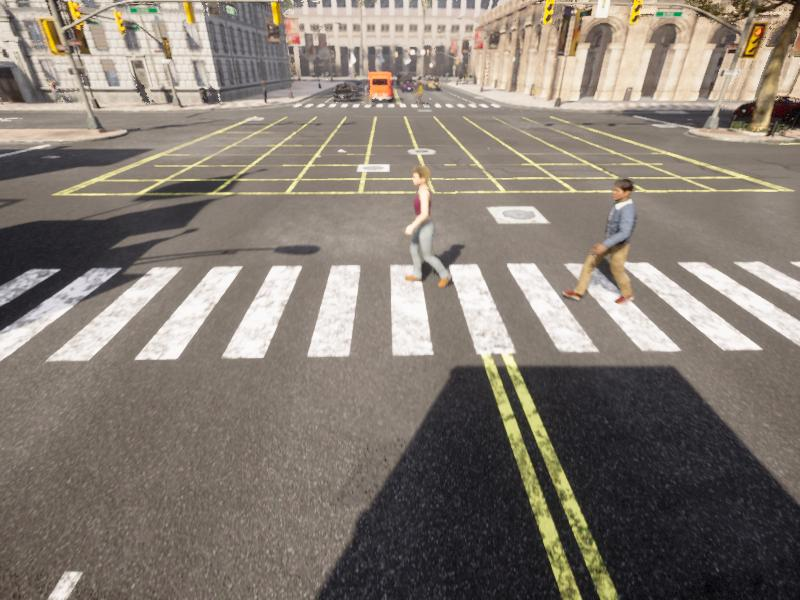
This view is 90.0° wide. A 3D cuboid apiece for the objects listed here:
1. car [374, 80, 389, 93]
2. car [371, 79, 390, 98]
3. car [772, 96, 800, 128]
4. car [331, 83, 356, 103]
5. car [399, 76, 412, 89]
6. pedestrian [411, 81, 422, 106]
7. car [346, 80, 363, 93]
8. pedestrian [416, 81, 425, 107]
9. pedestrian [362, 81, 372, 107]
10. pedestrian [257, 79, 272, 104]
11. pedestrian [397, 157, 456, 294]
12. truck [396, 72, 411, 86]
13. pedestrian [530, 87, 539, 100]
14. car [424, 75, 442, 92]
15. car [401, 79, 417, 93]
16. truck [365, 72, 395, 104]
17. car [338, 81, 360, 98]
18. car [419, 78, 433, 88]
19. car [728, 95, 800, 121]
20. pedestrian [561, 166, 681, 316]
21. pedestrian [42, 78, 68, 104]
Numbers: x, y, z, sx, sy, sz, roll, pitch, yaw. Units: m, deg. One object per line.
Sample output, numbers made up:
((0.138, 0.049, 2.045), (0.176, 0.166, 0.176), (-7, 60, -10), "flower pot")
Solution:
((-2.432, -28.529, 53.314), (1.994, 1.385, 4.181), (0, 30, -1), "car")
((-2.127, -23.559, 44.564), (1.930, 1.638, 5.238), (-1, 30, -2), "car")
((25.439, -11.013, 23.421), (4.974, 1.542, 2.038), (-1, 30, -1), "car")
((-5.412, -20.139, 38.853), (1.837, 1.490, 4.892), (-1, 30, -2), "car")
((0.771, -34.418, 63.115), (1.930, 1.638, 5.238), (0, 30, -1), "car")
((1.403, -17.800, 34.491), (0.751, 1.860, 0.751), (-6, 31, -10), "pedestrian")
((-5.920, -28.177, 52.694), (1.994, 1.385, 4.181), (-1, 30, -2), "car")
((1.721, -17.330, 33.687), (0.751, 1.860, 0.751), (1, 30, 1), "pedestrian")
((-2.780, -17.422, 33.821), (0.751, 1.860, 0.751), (-1, 30, -1), "pedestrian")
((-11.475, -17.655, 33.866), (0.751, 1.860, 0.751), (-2, 30, -3), "pedestrian")
((0.344, -1.089, 5.960), (0.751, 1.860, 0.751), (1, 30, 1), "pedestrian")
((0.586, -38.749, 70.055), (2.390, 2.098, 6.274), (0, 30, -1), "truck")
((13.145, -20.216, 39.134), (0.500, 1.100, 0.500), (-1, 30, -2), "pedestrian")
((4.526, -29.820, 55.055), (1.932, 1.855, 4.605), (-1, 30, -1), "car")
((1.112, -27.899, 52.155), (1.816, 1.474, 4.193), (-1, 30, -1), "car")
((-1.898, -20.442, 38.418), (2.627, 2.467, 5.204), (-1, 31, -2), "truck")
((-5.653, -23.775, 45.157), (2.033, 1.411, 5.357), (-1, 30, -2), "car")
((4.243, -35.619, 65.527), (1.895, 1.301, 4.718), (-1, 30, -1), "car")
((24.785, -12.700, 26.458), (4.181, 1.385, 1.994), (-1, 30, -1), "car")
((2.884, -0.773, 5.436), (0.751, 1.860, 0.751), (0, 30, 0), "pedestrian")
((-28.695, -17.379, 33.292), (0.751, 1.860, 0.751), (1, 30, 1), "pedestrian")
